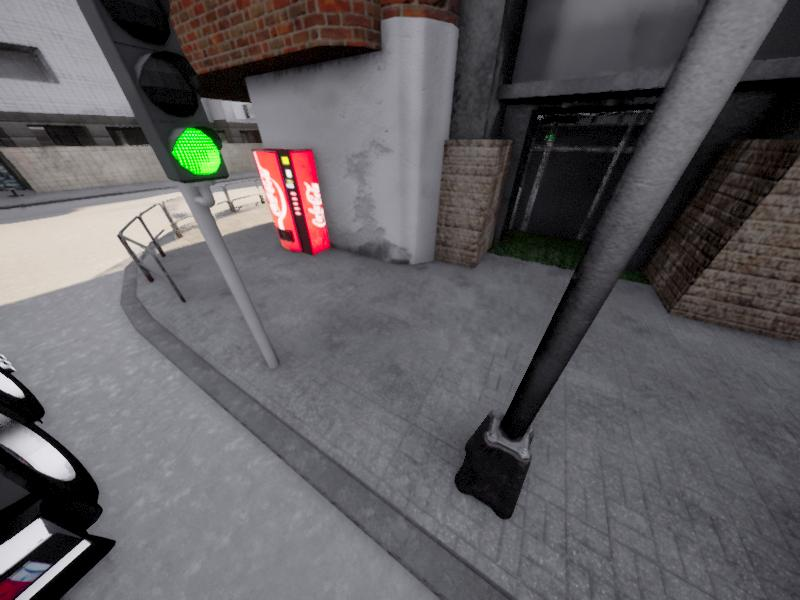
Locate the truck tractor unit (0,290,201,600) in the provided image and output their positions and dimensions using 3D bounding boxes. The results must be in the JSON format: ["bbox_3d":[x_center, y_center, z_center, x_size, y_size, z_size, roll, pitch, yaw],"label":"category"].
[{"bbox_3d":[-5.160,-0.248,0.724,6.516,4.208,3.053,16,38,22],"label":"truck tractor unit"}]
